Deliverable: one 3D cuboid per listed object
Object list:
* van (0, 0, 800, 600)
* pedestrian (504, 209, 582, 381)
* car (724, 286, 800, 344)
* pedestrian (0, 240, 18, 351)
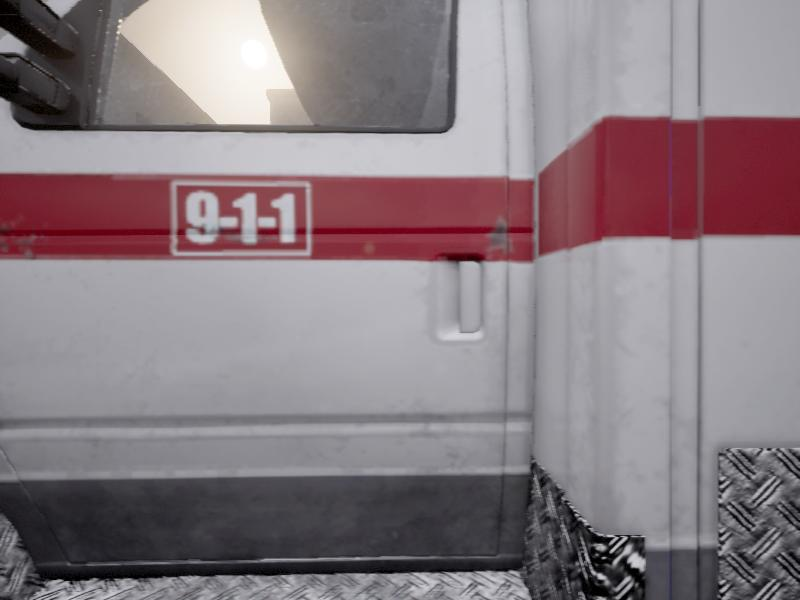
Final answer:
[{"bbox_3d":[1.235,-0.222,1.652,6.366,2.431,2.351,0,0,-2],"label":"van"},{"bbox_3d":[1.661,-0.054,4.767,0.751,1.860,0.751,0,0,9],"label":"pedestrian"},{"bbox_3d":[9.954,0.344,8.870,1.895,1.301,4.718,0,0,3],"label":"car"},{"bbox_3d":[-7.097,-0.075,6.661,0.751,1.860,0.751,0,0,5],"label":"pedestrian"}]
